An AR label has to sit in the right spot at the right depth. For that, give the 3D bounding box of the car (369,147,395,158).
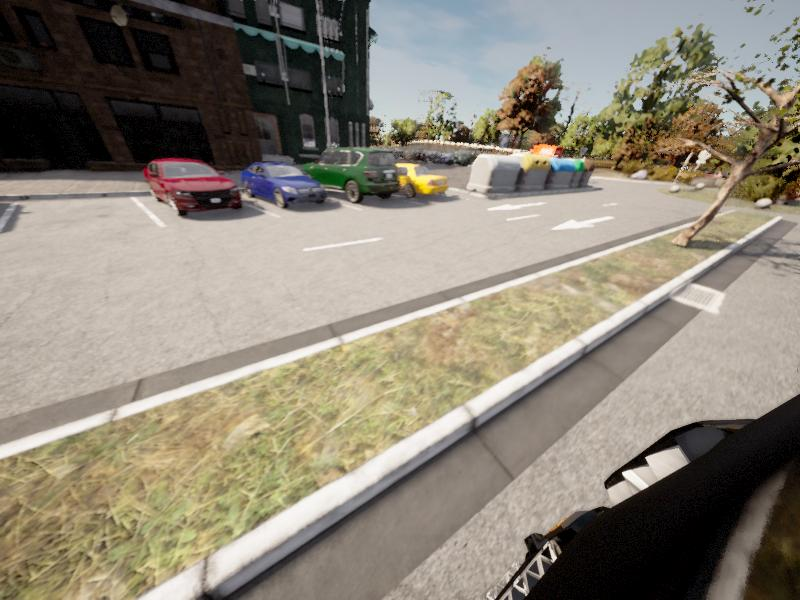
[{"bbox_3d":[-3.484,-28.942,45.275,1.946,1.575,5.366,28,40,32],"label":"car"}]

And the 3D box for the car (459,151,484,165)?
[{"bbox_3d":[14.788,-29.388,47.751,2.435,2.045,5.566,28,39,31],"label":"car"}]

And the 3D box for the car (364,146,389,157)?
[{"bbox_3d":[-4.816,-30.492,47.523,2.097,1.535,5.008,27,40,31],"label":"car"}]

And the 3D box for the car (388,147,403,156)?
[{"bbox_3d":[-1.349,-46.007,71.675,1.878,1.987,4.442,28,38,31],"label":"car"}]

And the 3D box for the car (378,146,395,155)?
[{"bbox_3d":[-4.378,-48.987,75.887,2.435,2.045,5.566,28,39,31],"label":"car"}]

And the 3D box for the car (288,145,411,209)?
[{"bbox_3d":[-2.470,-6.002,10.930,5.566,2.045,2.435,26,40,32],"label":"car"}]

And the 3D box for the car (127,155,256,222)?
[{"bbox_3d":[-7.695,-4.292,8.449,5.008,1.535,2.097,26,39,32],"label":"car"}]

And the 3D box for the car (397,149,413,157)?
[{"bbox_3d":[1.487,-42.855,67.303,2.185,1.767,4.553,28,39,32],"label":"car"}]

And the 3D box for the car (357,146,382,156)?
[{"bbox_3d":[-6.371,-31.894,49.513,1.946,1.575,5.366,28,40,32],"label":"car"}]

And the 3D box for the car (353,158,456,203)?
[{"bbox_3d":[0.026,-6.610,12.454,5.366,1.575,1.946,26,40,32],"label":"car"}]

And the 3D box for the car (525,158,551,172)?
[{"bbox_3d":[22.165,-21.651,37.086,2.231,1.521,4.892,28,39,31],"label":"car"}]

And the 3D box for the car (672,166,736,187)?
[{"bbox_3d":[35.974,-14.704,27.506,1.851,1.617,3.988,-6,36,-17],"label":"car"}]

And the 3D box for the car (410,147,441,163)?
[{"bbox_3d":[3.833,-21.728,34.717,2.185,1.767,4.553,27,40,32],"label":"car"}]

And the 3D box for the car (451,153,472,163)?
[{"bbox_3d":[13.287,-30.659,50.065,2.163,1.488,4.792,28,39,31],"label":"car"}]

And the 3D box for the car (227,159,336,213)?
[{"bbox_3d":[-5.071,-5.002,9.777,4.674,1.452,2.002,26,39,32],"label":"car"}]

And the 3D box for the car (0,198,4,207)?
[{"bbox_3d":[-12.891,-2.899,5.746,4.553,1.767,2.185,26,40,32],"label":"car"}]

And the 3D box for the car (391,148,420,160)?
[{"bbox_3d":[0.962,-24.581,39.039,2.231,1.521,4.892,27,40,32],"label":"car"}]

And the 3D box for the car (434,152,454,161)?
[{"bbox_3d":[10.343,-33.711,54.400,2.231,1.521,4.892,28,39,32],"label":"car"}]

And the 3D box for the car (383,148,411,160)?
[{"bbox_3d":[-0.498,-26.024,41.157,2.163,1.488,4.792,28,40,31],"label":"car"}]

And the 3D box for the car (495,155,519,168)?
[{"bbox_3d":[19.242,-24.781,41.364,2.185,1.767,4.553,28,39,31],"label":"car"}]

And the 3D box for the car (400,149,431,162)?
[{"bbox_3d":[2.519,-23.186,37.046,1.946,1.575,5.366,27,40,32],"label":"car"}]

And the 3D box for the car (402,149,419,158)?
[{"bbox_3d":[2.973,-41.345,65.137,2.185,1.767,4.553,28,38,31],"label":"car"}]

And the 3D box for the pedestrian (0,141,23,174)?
[{"bbox_3d":[-19.783,-7.166,11.144,0.751,1.860,0.751,-17,38,-30],"label":"pedestrian"}]

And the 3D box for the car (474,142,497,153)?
[{"bbox_3d":[19.258,-34.339,52.032,2.007,1.525,4.514,-14,41,-26],"label":"car"}]

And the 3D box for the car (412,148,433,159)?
[{"bbox_3d":[5.972,-38.456,60.780,2.435,2.045,5.566,27,38,31],"label":"car"}]

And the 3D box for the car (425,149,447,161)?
[{"bbox_3d":[8.879,-35.420,56.410,2.435,2.045,5.566,28,39,31],"label":"car"}]

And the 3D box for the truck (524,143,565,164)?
[{"bbox_3d":[26.179,-26.709,42.013,2.627,2.467,5.204,-14,41,-26],"label":"truck"}]

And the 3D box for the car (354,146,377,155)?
[{"bbox_3d":[-7.691,-33.431,51.797,2.163,1.488,4.792,27,40,32],"label":"car"}]

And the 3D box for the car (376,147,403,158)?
[{"bbox_3d":[-1.920,-27.534,43.277,2.097,1.535,5.008,27,40,32],"label":"car"}]

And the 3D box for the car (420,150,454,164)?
[{"bbox_3d":[5.288,-20.155,32.683,2.231,1.521,4.892,27,40,32],"label":"car"}]

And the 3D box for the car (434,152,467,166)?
[{"bbox_3d":[6.734,-18.649,30.588,2.002,1.452,4.674,28,40,31],"label":"car"}]

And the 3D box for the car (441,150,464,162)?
[{"bbox_3d":[11.875,-32.426,52.121,2.435,2.045,5.566,27,38,31],"label":"car"}]

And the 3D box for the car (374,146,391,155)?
[{"bbox_3d":[-5.836,-50.523,78.096,2.435,2.045,5.566,28,39,31],"label":"car"}]

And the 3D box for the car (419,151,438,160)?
[{"bbox_3d":[7.291,-36.660,58.601,1.946,1.575,5.366,28,39,31],"label":"car"}]

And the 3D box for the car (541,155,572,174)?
[{"bbox_3d":[23.663,-20.368,34.806,2.435,2.045,5.566,28,38,31],"label":"car"}]

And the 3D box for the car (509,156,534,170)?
[{"bbox_3d":[20.672,-23.253,39.161,2.185,1.767,4.553,27,38,31],"label":"car"}]

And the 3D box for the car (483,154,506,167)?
[{"bbox_3d":[17.759,-26.290,43.529,2.185,1.767,4.553,28,39,31],"label":"car"}]

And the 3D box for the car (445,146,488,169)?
[{"bbox_3d":[8.182,-17.403,28.288,2.435,2.045,5.566,28,40,32],"label":"car"}]
